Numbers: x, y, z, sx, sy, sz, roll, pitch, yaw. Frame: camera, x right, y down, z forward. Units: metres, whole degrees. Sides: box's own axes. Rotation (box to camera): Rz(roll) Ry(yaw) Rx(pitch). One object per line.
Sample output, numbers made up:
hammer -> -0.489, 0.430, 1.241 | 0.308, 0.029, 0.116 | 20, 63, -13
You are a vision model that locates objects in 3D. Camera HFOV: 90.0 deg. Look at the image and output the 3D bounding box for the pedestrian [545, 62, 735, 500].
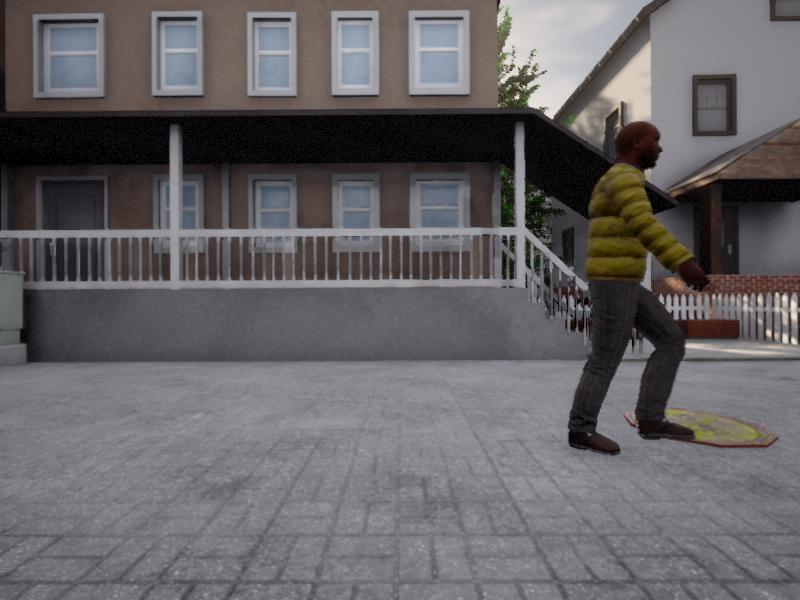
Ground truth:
pedestrian -> 1.250, -0.080, 2.201 | 0.751, 1.860, 0.751 | 0, 0, 27
